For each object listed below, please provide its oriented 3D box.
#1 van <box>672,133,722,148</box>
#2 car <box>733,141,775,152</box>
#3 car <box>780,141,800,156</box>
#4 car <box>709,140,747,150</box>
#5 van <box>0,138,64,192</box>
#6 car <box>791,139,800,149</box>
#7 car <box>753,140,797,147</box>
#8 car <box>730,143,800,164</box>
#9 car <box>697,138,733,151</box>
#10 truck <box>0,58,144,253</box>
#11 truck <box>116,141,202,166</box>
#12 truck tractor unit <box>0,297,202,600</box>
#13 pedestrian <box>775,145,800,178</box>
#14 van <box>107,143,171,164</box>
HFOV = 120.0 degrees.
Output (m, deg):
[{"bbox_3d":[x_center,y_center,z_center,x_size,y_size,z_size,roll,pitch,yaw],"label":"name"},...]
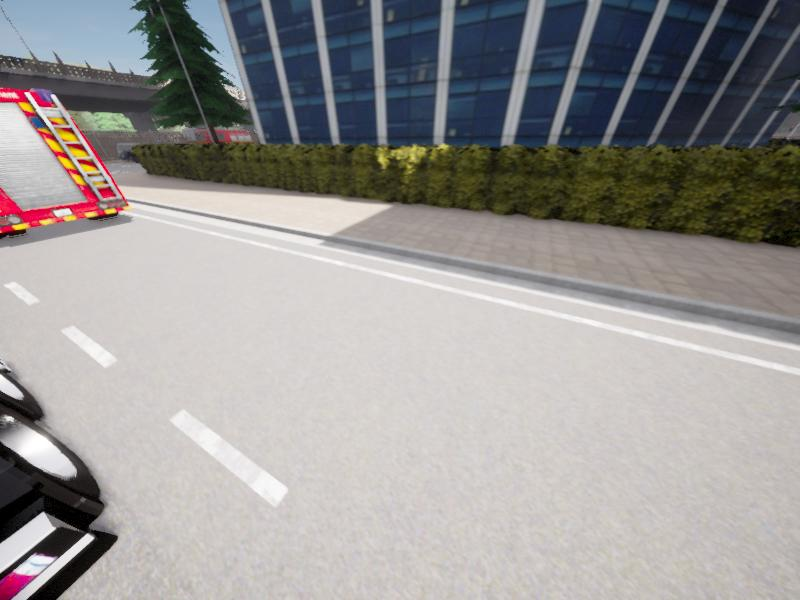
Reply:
[{"bbox_3d":[64.568,-34.770,50.405,5.915,2.561,1.988,15,38,21],"label":"van"},{"bbox_3d":[57.121,-24.913,37.422,1.970,1.475,3.806,15,38,21],"label":"car"},{"bbox_3d":[52.470,-19.326,29.510,1.837,1.490,4.892,15,38,21],"label":"car"},{"bbox_3d":[60.089,-28.522,42.472,1.882,1.535,5.008,15,37,21],"label":"car"},{"bbox_3d":[-24.470,-8.230,13.949,2.351,2.431,6.366,-24,41,-25],"label":"van"},{"bbox_3d":[83.675,-31.274,46.246,5.027,1.651,2.152,15,38,21],"label":"car"},{"bbox_3d":[81.498,-34.093,50.321,4.718,1.301,1.895,15,38,21],"label":"car"},{"bbox_3d":[37.428,-15.167,23.746,1.882,1.535,5.008,15,38,21],"label":"car"},{"bbox_3d":[55.083,-27.282,40.467,1.905,1.878,3.866,15,38,21],"label":"car"},{"bbox_3d":[-13.206,-4.541,7.293,8.468,3.827,2.891,15,38,21],"label":"truck"},{"bbox_3d":[-27.726,-17.285,27.054,2.390,2.098,6.274,15,38,21],"label":"truck"},{"bbox_3d":[-5.171,-0.235,0.702,6.516,4.208,3.053,16,38,22],"label":"truck tractor unit"},{"bbox_3d":[23.382,-8.166,13.370,0.751,1.860,0.751,15,38,21],"label":"pedestrian"},{"bbox_3d":[-31.183,-17.733,27.837,1.775,1.987,4.442,15,38,21],"label":"van"}]
